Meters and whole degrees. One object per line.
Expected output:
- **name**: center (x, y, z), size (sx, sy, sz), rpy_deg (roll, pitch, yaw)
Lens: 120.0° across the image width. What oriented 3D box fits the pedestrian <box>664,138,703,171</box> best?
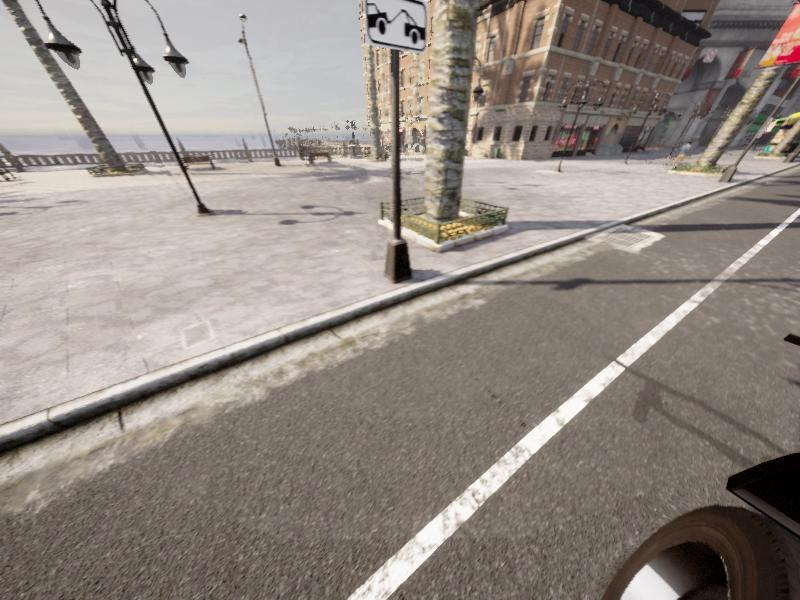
- **pedestrian**: center (19.645, -10.092, 16.057), size (0.751, 1.860, 0.751), rpy_deg (-14, 38, -18)
